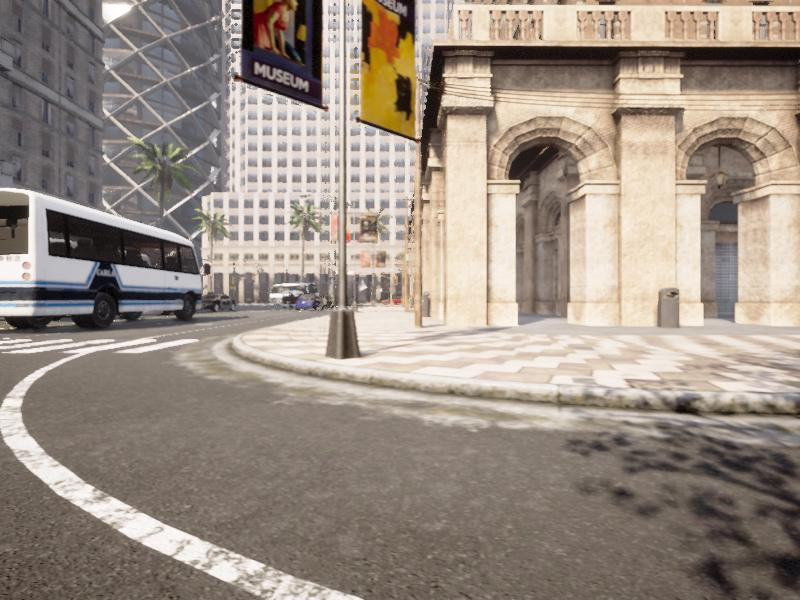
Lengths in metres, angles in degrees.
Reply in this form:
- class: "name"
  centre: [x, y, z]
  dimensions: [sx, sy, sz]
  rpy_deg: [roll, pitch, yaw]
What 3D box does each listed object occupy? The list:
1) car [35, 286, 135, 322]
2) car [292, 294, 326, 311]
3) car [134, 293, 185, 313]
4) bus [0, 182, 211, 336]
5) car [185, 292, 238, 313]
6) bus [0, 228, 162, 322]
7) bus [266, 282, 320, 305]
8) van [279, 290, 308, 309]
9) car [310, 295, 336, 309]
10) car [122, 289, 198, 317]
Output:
- class: "car"
  centre: [-15.425, 0.189, 19.920]
  dimensions: [1.851, 1.617, 3.988]
  rpy_deg: [0, 0, 0]
- class: "car"
  centre: [-8.469, 0.252, 37.785]
  dimensions: [2.163, 1.488, 4.792]
  rpy_deg: [0, 0, 0]
- class: "car"
  centre: [-18.980, 0.228, 31.766]
  dimensions: [1.845, 1.501, 3.633]
  rpy_deg: [0, 0, 0]
- class: "bus"
  centre: [-12.013, -1.134, 16.236]
  dimensions: [3.944, 4.253, 10.273]
  rpy_deg: [0, 0, -1]
- class: "car"
  centre: [-15.478, 0.172, 33.278]
  dimensions: [1.930, 1.638, 5.238]
  rpy_deg: [0, 0, 0]
- class: "bus"
  centre: [-18.825, -1.133, 23.194]
  dimensions: [3.944, 4.253, 10.273]
  rpy_deg: [0, 0, 0]
- class: "bus"
  centre: [-20.974, -1.137, 78.205]
  dimensions: [10.273, 4.253, 3.944]
  rpy_deg: [0, 0, 27]
- class: "van"
  centre: [-11.959, -0.028, 45.256]
  dimensions: [2.069, 2.038, 4.480]
  rpy_deg: [0, 0, 0]
- class: "car"
  centre: [-8.460, 0.229, 44.483]
  dimensions: [2.007, 1.525, 4.514]
  rpy_deg: [0, 0, 0]
- class: "car"
  centre: [-15.471, 0.157, 26.172]
  dimensions: [2.242, 1.667, 4.611]
  rpy_deg: [0, 0, 0]
